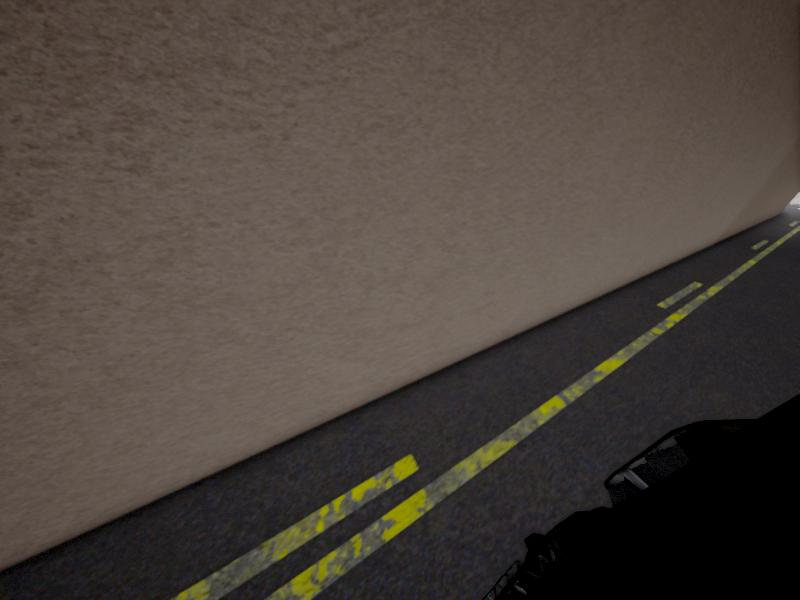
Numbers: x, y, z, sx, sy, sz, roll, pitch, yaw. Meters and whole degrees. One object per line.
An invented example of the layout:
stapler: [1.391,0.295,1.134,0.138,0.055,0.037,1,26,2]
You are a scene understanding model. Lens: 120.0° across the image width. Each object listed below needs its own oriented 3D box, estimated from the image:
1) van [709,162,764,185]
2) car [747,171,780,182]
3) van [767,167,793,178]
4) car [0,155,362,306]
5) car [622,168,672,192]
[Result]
van: [45.752,-17.245,31.403,6.366,2.431,2.351,-14,37,-24]
car: [60.209,-20.494,38.272,4.892,1.490,1.837,-15,37,-23]
van: [92.619,-31.027,56.229,4.480,2.038,2.069,-14,37,-24]
car: [-3.332,-1.717,4.619,4.605,1.855,1.932,-15,37,-24]
car: [21.831,-10.655,20.408,4.514,1.525,2.007,-22,41,-33]
